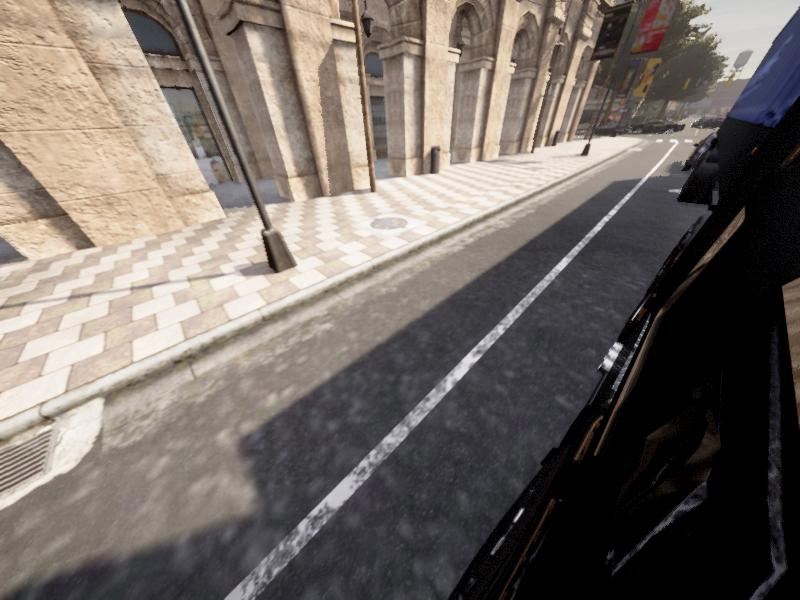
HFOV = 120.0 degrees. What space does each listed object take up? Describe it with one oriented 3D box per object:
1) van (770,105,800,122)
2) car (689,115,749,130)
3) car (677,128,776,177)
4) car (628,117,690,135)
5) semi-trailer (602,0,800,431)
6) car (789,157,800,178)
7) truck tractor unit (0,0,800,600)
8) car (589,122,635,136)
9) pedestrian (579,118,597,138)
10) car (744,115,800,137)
[{"bbox_3d":[75.508,-36.219,44.860,6.366,2.431,2.351,-32,46,-33],"label":"van"},{"bbox_3d":[46.762,-26.116,34.060,2.128,1.511,4.902,-32,46,-33],"label":"car"},{"bbox_3d":[14.424,-6.759,10.435,3.633,1.501,1.845,-32,46,-33],"label":"car"},{"bbox_3d":[34.681,-23.362,31.069,1.930,1.638,5.238,-32,45,-33],"label":"car"},{"bbox_3d":[8.470,-3.762,4.425,14.254,4.402,2.717,-31,45,-32],"label":"semi-trailer"},{"bbox_3d":[16.057,-4.850,7.783,4.974,1.542,2.038,-32,46,-33],"label":"car"},{"bbox_3d":[2.645,-0.295,0.351,6.516,4.208,3.053,-28,44,-30],"label":"truck tractor unit"},{"bbox_3d":[29.139,-23.501,31.835,1.994,1.385,4.181,-32,46,-33],"label":"car"},{"bbox_3d":[22.284,-20.399,27.455,0.751,1.860,0.751,-16,39,-16],"label":"pedestrian"},{"bbox_3d":[37.258,-17.269,22.869,5.366,1.575,1.801,-17,40,-19],"label":"car"}]
